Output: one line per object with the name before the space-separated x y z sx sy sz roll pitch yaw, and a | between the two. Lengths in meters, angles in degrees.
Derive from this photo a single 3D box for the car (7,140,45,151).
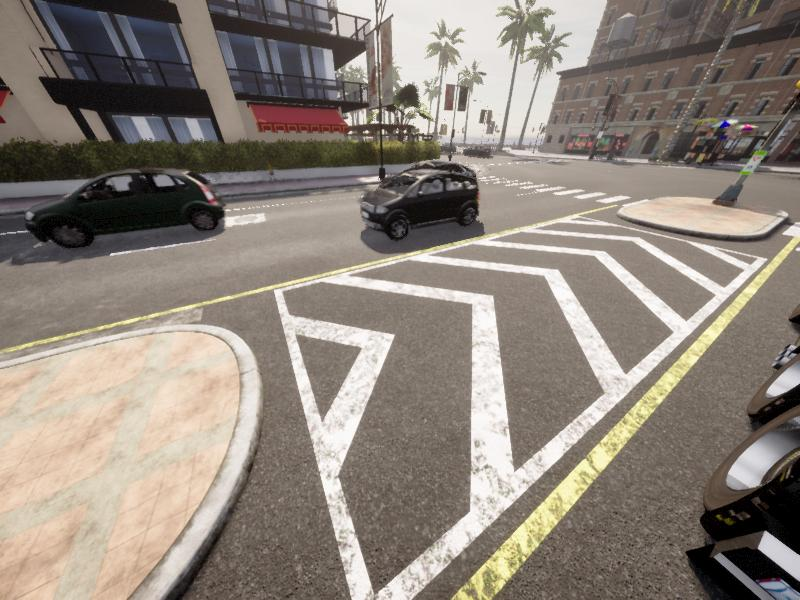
car | -75.614 -31.343 46.829 1.932 1.855 4.605 -18 39 -25

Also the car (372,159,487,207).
car | 1.393 -5.546 10.667 4.892 1.490 1.837 -18 39 -25

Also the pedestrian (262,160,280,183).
pedestrian | -7.295 -7.291 13.145 0.500 1.100 0.500 -5 35 -8

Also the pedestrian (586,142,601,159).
pedestrian | 26.677 -20.641 31.887 0.751 1.860 0.751 -14 37 -19

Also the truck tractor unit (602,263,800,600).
truck tractor unit | 5.108 -0.304 0.785 6.516 4.208 3.053 -18 39 -24

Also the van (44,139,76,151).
van | -74.226 -34.011 50.531 2.069 2.038 4.480 -18 39 -25

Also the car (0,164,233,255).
car | -7.355 -2.738 6.472 3.988 1.617 1.851 -18 39 -24

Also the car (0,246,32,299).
car | -8.753 0.064 2.510 4.514 1.525 2.007 -18 39 -24

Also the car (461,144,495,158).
car | 12.101 -23.513 36.386 2.242 1.667 4.611 -18 39 -24

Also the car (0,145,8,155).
car | -62.700 -22.484 34.542 2.163 1.488 4.792 -18 39 -25

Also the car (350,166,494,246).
car | 0.651 -3.020 6.980 3.705 1.549 1.789 -18 39 -24
